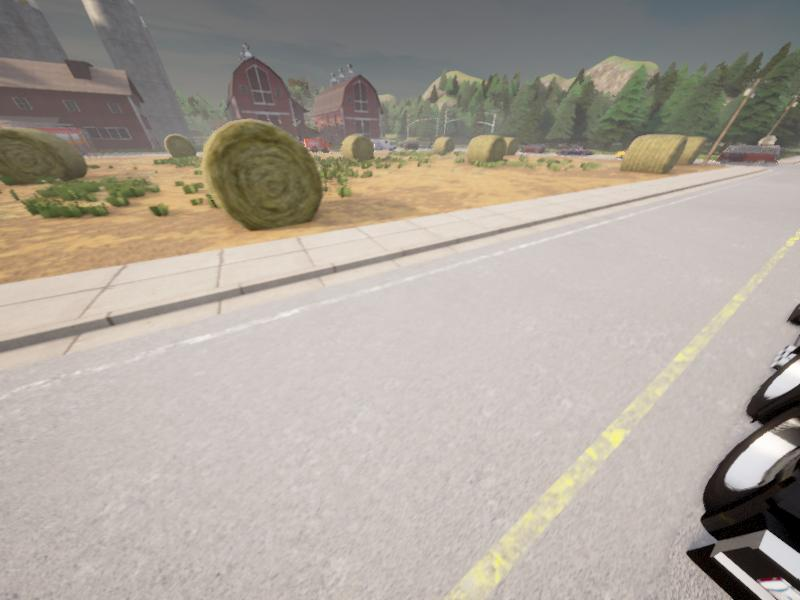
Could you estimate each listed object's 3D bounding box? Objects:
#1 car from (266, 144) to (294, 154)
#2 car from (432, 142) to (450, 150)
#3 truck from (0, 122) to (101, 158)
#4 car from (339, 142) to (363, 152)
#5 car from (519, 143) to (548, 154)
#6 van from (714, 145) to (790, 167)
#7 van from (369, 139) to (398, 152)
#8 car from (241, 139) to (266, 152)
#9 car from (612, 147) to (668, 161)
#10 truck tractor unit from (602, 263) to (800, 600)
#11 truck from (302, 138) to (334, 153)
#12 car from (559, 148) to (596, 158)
[{"bbox_3d":[-22.810,-28.786,44.003,4.181,1.385,1.994,-21,41,-27],"label":"car"},{"bbox_3d":[11.823,-44.513,66.574,4.605,1.855,1.932,-21,40,-27],"label":"car"},{"bbox_3d":[-49.385,-22.132,32.041,8.468,3.827,2.891,-21,40,-27],"label":"truck"},{"bbox_3d":[-10.700,-33.577,50.606,4.605,1.855,1.932,-21,40,-27],"label":"car"},{"bbox_3d":[28.200,-32.010,48.863,2.097,1.767,4.553,-20,40,-27],"label":"car"},{"bbox_3d":[41.166,-16.993,27.208,1.775,1.987,4.442,-22,40,-28],"label":"van"},{"bbox_3d":[-3.717,-36.445,54.320,6.366,2.431,2.351,-21,40,-27],"label":"van"},{"bbox_3d":[-29.943,-31.692,47.410,1.905,1.878,3.866,13,38,8],"label":"car"},{"bbox_3d":[35.482,-21.775,34.392,1.801,1.575,5.366,-20,40,-27],"label":"car"},{"bbox_3d":[5.115,-0.294,0.791,6.516,4.208,3.053,-18,39,-24],"label":"truck tractor unit"},{"bbox_3d":[-16.697,-31.546,47.101,5.204,2.467,2.627,-21,40,-28],"label":"truck"},{"bbox_3d":[30.875,-25.749,40.314,1.895,1.301,4.718,-20,40,-27],"label":"car"}]
